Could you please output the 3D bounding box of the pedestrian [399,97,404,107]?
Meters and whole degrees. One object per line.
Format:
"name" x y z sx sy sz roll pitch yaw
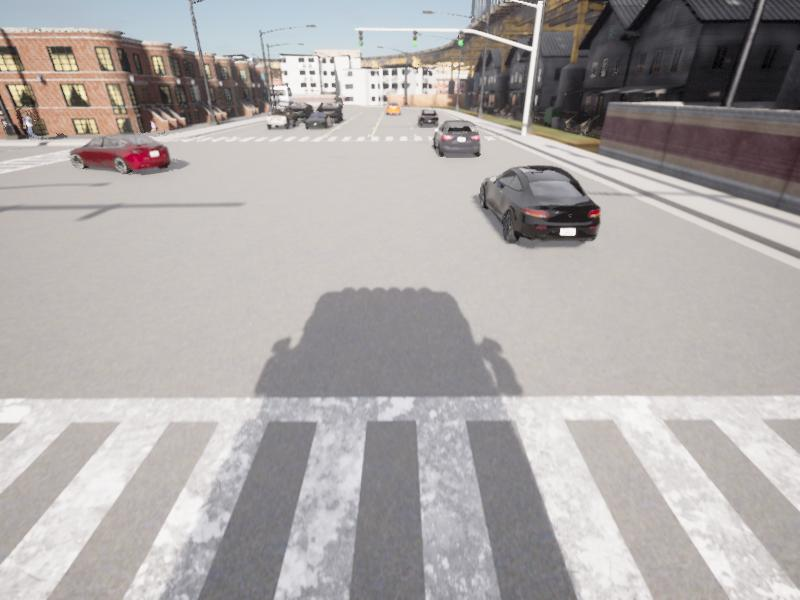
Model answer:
"pedestrian" 0.255 -42.014 84.980 0.751 1.860 0.751 -17 32 -28

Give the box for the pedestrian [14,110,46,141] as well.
"pedestrian" -24.941 -11.746 26.977 0.751 1.860 0.751 -3 28 -5

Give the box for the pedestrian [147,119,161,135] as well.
"pedestrian" -19.010 -13.393 30.922 0.500 1.100 0.500 14 31 25

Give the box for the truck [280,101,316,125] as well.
"truck" -11.251 -20.952 44.681 2.390 2.098 6.274 -1 28 -1

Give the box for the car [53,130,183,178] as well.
"car" -12.315 -6.488 17.530 4.792 1.488 2.163 12 30 22

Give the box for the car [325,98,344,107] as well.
"car" -14.945 -45.286 91.796 3.866 1.878 1.905 15 31 27

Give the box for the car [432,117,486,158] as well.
"car" 3.090 -9.044 22.091 2.242 1.667 4.611 -1 27 -1

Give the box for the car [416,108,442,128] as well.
"car" 2.818 -18.319 40.118 2.128 1.511 4.902 -1 27 -1

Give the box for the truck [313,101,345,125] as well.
"truck" -7.745 -20.758 44.277 2.390 2.098 6.274 -1 27 -1

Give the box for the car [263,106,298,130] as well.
"car" -11.145 -17.167 37.638 1.932 1.855 4.605 -1 27 -1

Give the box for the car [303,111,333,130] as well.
"car" -7.640 -16.884 37.612 1.994 1.385 4.181 -1 27 -1

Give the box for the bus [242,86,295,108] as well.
"bus" -30.252 -46.931 92.519 10.273 4.253 3.944 2 28 5

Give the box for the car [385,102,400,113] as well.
"car" -1.261 -32.644 67.697 1.882 1.535 5.008 -4 28 -6

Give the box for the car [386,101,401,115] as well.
"car" -0.997 -28.918 60.245 2.097 1.767 4.553 -1 27 -1

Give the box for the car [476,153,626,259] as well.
"car" 3.274 -2.550 9.839 1.812 1.442 4.674 -1 27 -1
